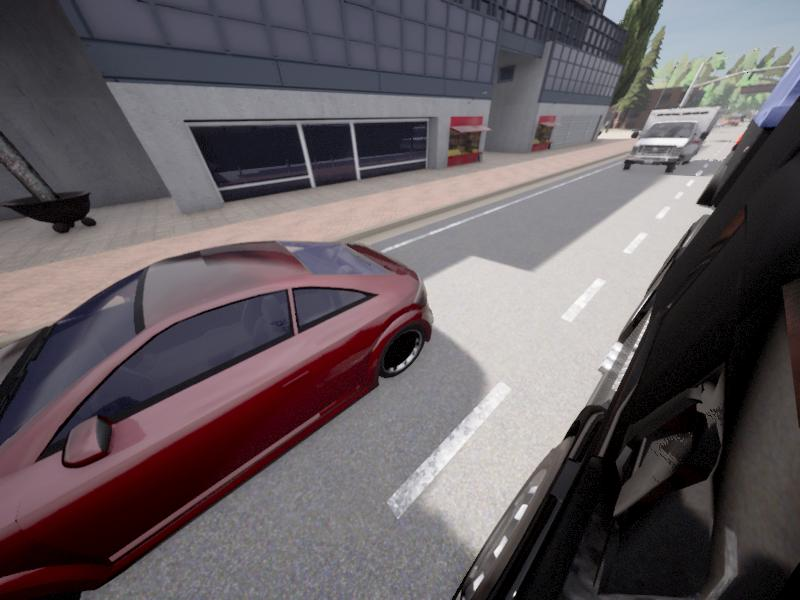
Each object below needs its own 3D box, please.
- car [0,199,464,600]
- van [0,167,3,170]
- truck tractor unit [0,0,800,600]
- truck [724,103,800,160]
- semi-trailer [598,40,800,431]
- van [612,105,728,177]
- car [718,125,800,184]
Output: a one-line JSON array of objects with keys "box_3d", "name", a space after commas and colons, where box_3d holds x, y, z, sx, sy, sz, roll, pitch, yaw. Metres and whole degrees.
[{"box_3d": [-1.651, 0.411, 2.024, 4.181, 1.385, 1.994, -28, 44, -30], "name": "car"}, {"box_3d": [-43.414, -13.929, 22.733, 1.988, 2.561, 5.915, -28, 43, -30], "name": "van"}, {"box_3d": [2.645, -0.295, 0.351, 6.516, 4.208, 3.053, -28, 44, -30], "name": "truck tractor unit"}, {"box_3d": [22.744, -10.220, 13.952, 5.204, 2.467, 2.627, -28, 44, -30], "name": "truck"}, {"box_3d": [8.699, -3.594, 4.243, 14.254, 4.402, 2.717, -28, 44, -30], "name": "semi-trailer"}, {"box_3d": [13.969, -8.293, 11.911, 6.366, 2.431, 2.351, -28, 44, -30], "name": "van"}, {"box_3d": [15.852, -6.247, 9.701, 4.611, 1.667, 2.242, -28, 43, -30], "name": "car"}]
